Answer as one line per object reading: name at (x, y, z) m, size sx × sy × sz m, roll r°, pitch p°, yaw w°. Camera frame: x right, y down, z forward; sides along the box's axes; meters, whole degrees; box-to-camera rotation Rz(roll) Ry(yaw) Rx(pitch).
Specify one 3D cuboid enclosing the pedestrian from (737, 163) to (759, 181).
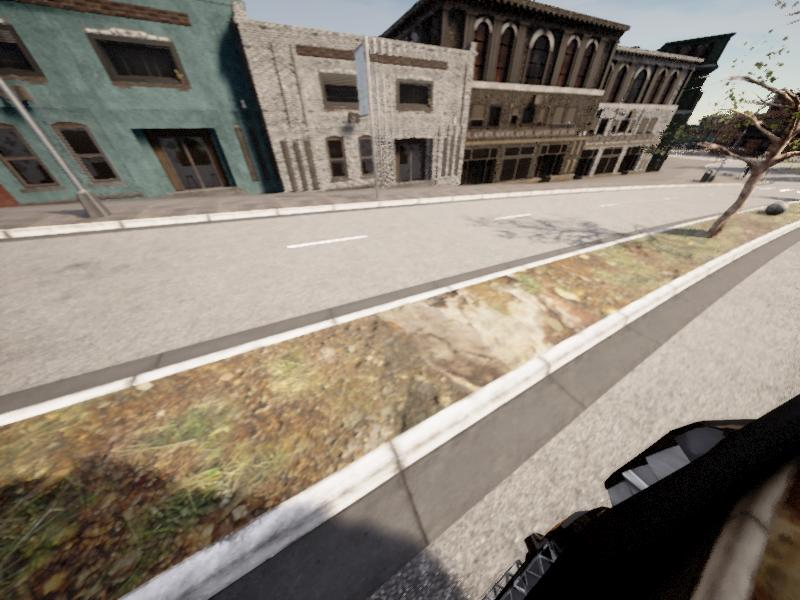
pedestrian at (44.243, -16.298, 29.387) m, size 0.751 × 1.860 × 0.751 m, roll -27°, pitch 42°, yaw -31°
